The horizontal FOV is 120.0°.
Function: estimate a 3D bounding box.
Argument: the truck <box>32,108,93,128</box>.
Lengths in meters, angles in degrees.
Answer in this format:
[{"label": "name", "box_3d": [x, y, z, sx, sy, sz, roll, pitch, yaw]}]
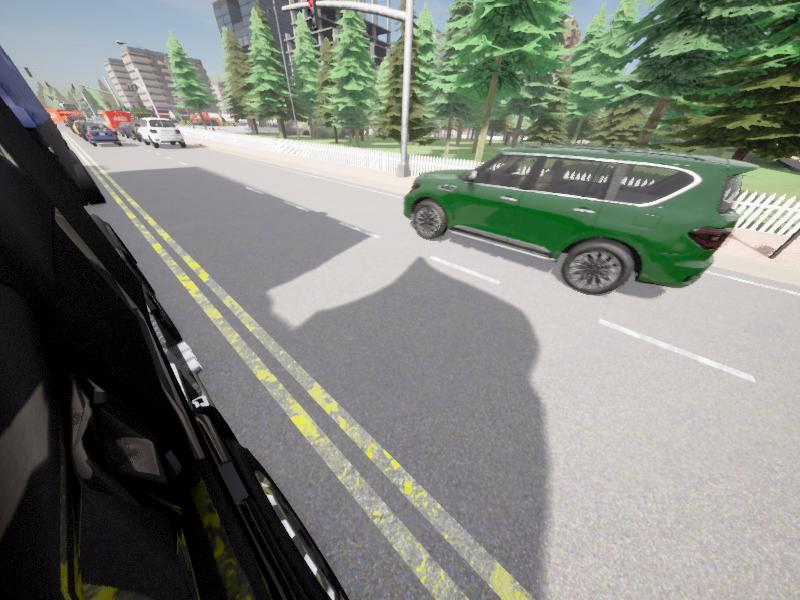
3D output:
[{"label": "truck", "box_3d": [-57.734, -31.215, 39.698, 5.204, 2.467, 2.627, 1, 37, -2]}]

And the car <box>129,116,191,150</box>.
[{"label": "car", "box_3d": [-20.940, -14.587, 20.123, 5.566, 2.045, 2.150, 28, 44, 30]}]

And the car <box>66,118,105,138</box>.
[{"label": "car", "box_3d": [-35.188, -19.233, 25.833, 5.366, 1.575, 1.801, 28, 44, 30]}]

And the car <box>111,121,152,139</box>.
[{"label": "car", "box_3d": [-31.514, -19.973, 27.136, 4.792, 1.488, 2.163, 28, 44, 30]}]

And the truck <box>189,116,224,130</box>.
[{"label": "truck", "box_3d": [-45.430, -41.620, 54.386, 2.627, 2.467, 5.204, 27, 43, 29]}]

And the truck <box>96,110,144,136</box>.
[{"label": "truck", "box_3d": [-36.384, -22.966, 30.007, 5.204, 2.467, 2.627, 28, 44, 30]}]

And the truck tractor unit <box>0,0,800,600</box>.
[{"label": "truck tractor unit", "box_3d": [-2.645, -0.295, 0.351, 6.516, 4.208, 3.053, 28, 44, 30]}]

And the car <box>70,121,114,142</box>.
[{"label": "car", "box_3d": [-29.838, -16.346, 22.397, 4.193, 1.474, 1.816, 28, 44, 30]}]

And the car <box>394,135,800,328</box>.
[{"label": "car", "box_3d": [2.679, -2.033, 4.816, 5.566, 2.045, 2.150, 29, 44, 30]}]

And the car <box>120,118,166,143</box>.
[{"label": "car", "box_3d": [-26.501, -17.473, 23.774, 4.605, 1.855, 1.932, 28, 44, 30]}]

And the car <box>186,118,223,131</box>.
[{"label": "car", "box_3d": [-43.672, -39.361, 51.821, 2.150, 2.045, 5.566, 27, 43, 29]}]

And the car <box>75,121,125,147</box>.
[{"label": "car", "box_3d": [-24.991, -13.805, 19.237, 3.705, 1.549, 1.789, 28, 44, 30]}]

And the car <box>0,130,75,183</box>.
[{"label": "car", "box_3d": [-15.558, -6.026, 9.510, 3.806, 1.475, 1.970, 28, 44, 30]}]

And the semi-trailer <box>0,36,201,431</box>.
[{"label": "semi-trailer", "box_3d": [-8.661, -3.631, 4.263, 14.254, 4.402, 2.717, 29, 44, 30]}]
